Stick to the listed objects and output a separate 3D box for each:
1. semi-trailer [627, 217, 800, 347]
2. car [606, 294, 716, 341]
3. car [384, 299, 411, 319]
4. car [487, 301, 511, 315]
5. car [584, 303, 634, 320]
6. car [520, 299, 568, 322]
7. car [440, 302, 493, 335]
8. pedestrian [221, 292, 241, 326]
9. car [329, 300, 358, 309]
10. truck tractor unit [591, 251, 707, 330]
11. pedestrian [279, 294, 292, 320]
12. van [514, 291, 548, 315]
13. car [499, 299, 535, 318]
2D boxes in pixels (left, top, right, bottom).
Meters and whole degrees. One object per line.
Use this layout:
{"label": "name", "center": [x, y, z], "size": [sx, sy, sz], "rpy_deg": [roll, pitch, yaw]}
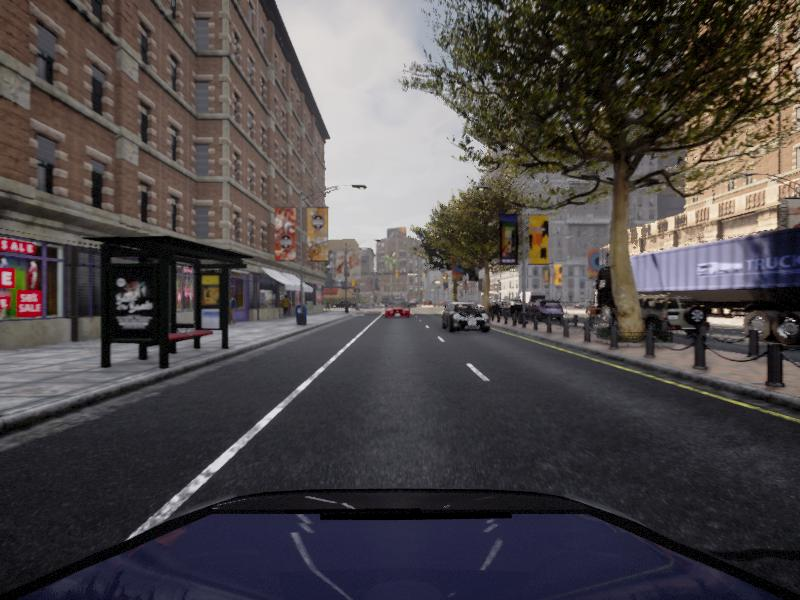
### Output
{"label": "semi-trailer", "center": [14.906, -0.619, 16.707], "size": [2.717, 4.402, 14.254], "rpy_deg": [0, 0, 0]}
{"label": "car", "center": [11.400, 0.655, 17.972], "size": [1.932, 1.855, 4.605], "rpy_deg": [0, 1, 0]}
{"label": "car", "center": [-0.207, 0.758, 35.980], "size": [2.242, 1.667, 4.611], "rpy_deg": [0, 0, 0]}
{"label": "car", "center": [11.242, 0.854, 45.794], "size": [1.970, 1.475, 3.806], "rpy_deg": [0, 0, 2]}
{"label": "car", "center": [18.051, 0.939, 34.811], "size": [1.895, 1.301, 4.718], "rpy_deg": [0, 0, 0]}
{"label": "car", "center": [11.320, 0.777, 31.755], "size": [2.033, 1.649, 4.856], "rpy_deg": [0, 0, 0]}
{"label": "car", "center": [3.256, 0.854, 20.322], "size": [1.970, 1.475, 3.806], "rpy_deg": [0, 0, -2]}
{"label": "pedestrian", "center": [-9.448, 0.487, 22.402], "size": [0.751, 1.860, 0.751], "rpy_deg": [0, 0, 2]}
{"label": "car", "center": [-9.992, 0.849, 71.224], "size": [4.892, 1.490, 1.837], "rpy_deg": [0, 0, 2]}
{"label": "truck tractor unit", "center": [14.856, -0.524, 24.624], "size": [3.053, 4.208, 6.516], "rpy_deg": [0, 0, 0]}
{"label": "pedestrian", "center": [-8.405, 0.487, 29.367], "size": [0.751, 1.860, 0.751], "rpy_deg": [0, 0, 2]}
{"label": "van", "center": [14.744, 0.323, 45.390], "size": [1.988, 2.561, 5.915], "rpy_deg": [0, 0, 0]}
{"label": "car", "center": [11.278, 0.772, 38.972], "size": [1.930, 1.638, 5.238], "rpy_deg": [0, 0, 0]}
